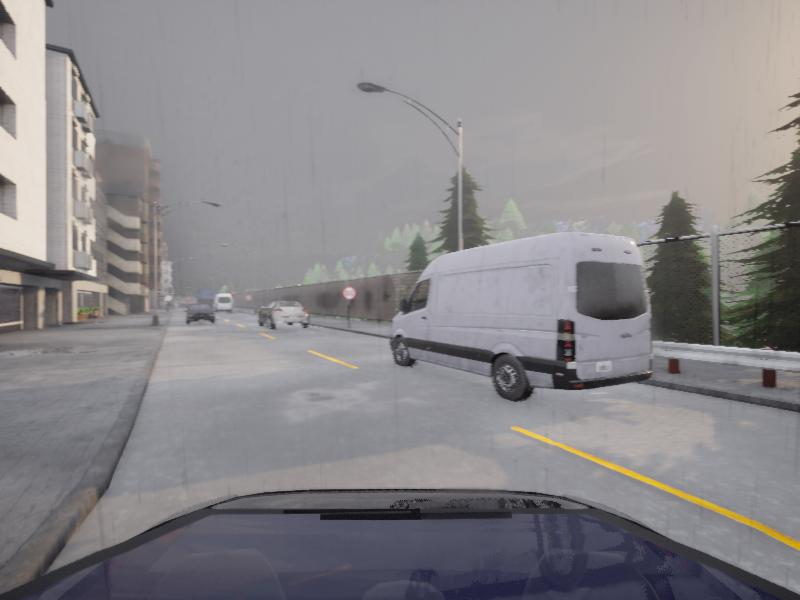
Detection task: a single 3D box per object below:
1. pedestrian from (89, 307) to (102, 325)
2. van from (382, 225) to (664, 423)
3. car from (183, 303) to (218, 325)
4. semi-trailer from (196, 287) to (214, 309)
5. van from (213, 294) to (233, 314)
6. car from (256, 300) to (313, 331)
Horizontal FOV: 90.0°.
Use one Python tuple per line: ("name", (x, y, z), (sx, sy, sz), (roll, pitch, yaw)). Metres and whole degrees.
("pedestrian", (-19.910, 1.040, 26.173), (0.500, 1.100, 0.500), (0, 0, -16))
("van", (1.765, 0.314, 8.261), (1.988, 2.561, 5.915), (0, 0, -27))
("car", (-14.635, 0.977, 29.212), (2.033, 1.411, 5.357), (0, 0, -29))
("semi-trailer", (-42.639, -0.375, 87.380), (2.717, 4.402, 14.254), (0, 0, -29))
("van", (-24.188, 0.461, 54.455), (1.988, 2.561, 5.915), (0, 0, -29))
("car", (-6.970, 0.823, 23.721), (2.152, 1.651, 5.027), (0, 0, -29))
